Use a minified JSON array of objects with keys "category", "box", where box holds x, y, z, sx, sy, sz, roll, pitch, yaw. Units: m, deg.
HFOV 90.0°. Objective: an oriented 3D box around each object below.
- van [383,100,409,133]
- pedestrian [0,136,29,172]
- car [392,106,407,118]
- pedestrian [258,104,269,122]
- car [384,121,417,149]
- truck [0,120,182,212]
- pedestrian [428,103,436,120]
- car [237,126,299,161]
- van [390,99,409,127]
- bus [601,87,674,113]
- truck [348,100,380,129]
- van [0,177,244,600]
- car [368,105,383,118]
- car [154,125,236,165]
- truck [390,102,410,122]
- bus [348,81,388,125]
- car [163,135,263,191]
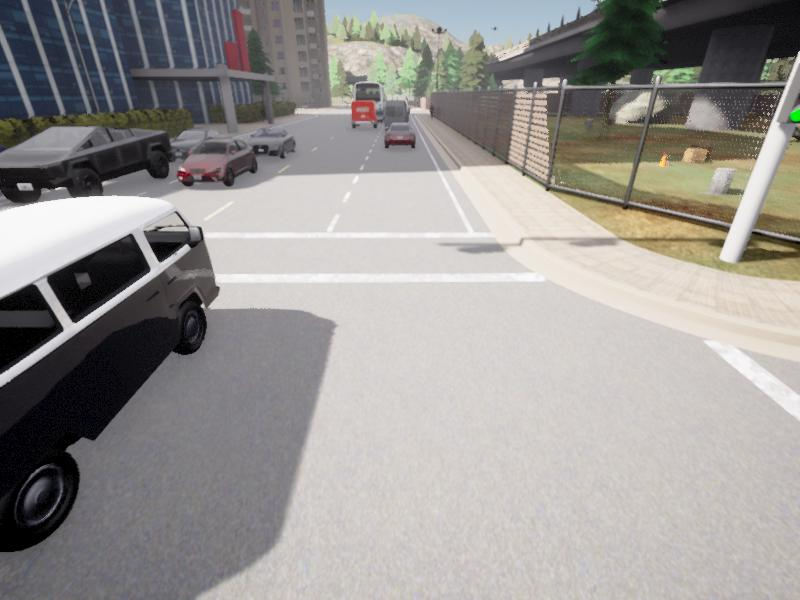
[{"category":"van","box":[-0.287,-17.023,36.936,1.988,2.561,5.915,2,27,3]},{"category":"pedestrian","box":[-16.117,-5.963,16.351,0.751,1.300,0.751,0,27,0]},{"category":"car","box":[-0.040,-27.790,59.023,2.128,1.511,4.902,0,27,0]},{"category":"pedestrian","box":[-15.443,-21.167,45.341,0.751,1.860,0.751,0,27,-1]},{"category":"car","box":[-0.008,-10.929,26.351,1.994,1.385,4.181,0,27,0]},{"category":"truck","box":[-10.501,-4.903,13.810,2.390,2.098,6.274,0,27,0]},{"category":"pedestrian","box":[3.961,-23.421,49.754,0.751,1.860,0.751,6,28,11]},{"category":"car","box":[-7.016,-8.597,21.804,1.994,1.385,4.181,0,27,-1]},{"category":"van","box":[-0.024,-20.848,44.385,1.988,2.561,5.915,0,27,0]},{"category":"bus","box":[43.673,-36.979,74.095,10.273,4.253,3.944,0,27,1]},{"category":"truck","box":[-3.524,-18.744,40.351,2.627,2.467,5.204,0,27,0]},{"category":"van","box":[-3.489,0.301,3.824,2.069,2.038,4.480,0,28,0]},{"category":"car","box":[-3.540,-27.767,58.897,1.801,1.575,5.366,0,27,0]},{"category":"car","box":[-10.506,-8.204,20.951,1.812,1.442,4.674,0,27,0]},{"category":"truck","box":[-0.035,-24.499,51.973,2.390,2.098,6.274,0,27,0]},{"category":"bus","box":[-3.653,-23.916,48.477,3.944,4.253,10.273,0,27,0]},{"category":"car","box":[-7.002,-5.446,15.553,1.816,1.474,4.193,0,27,0]}]
